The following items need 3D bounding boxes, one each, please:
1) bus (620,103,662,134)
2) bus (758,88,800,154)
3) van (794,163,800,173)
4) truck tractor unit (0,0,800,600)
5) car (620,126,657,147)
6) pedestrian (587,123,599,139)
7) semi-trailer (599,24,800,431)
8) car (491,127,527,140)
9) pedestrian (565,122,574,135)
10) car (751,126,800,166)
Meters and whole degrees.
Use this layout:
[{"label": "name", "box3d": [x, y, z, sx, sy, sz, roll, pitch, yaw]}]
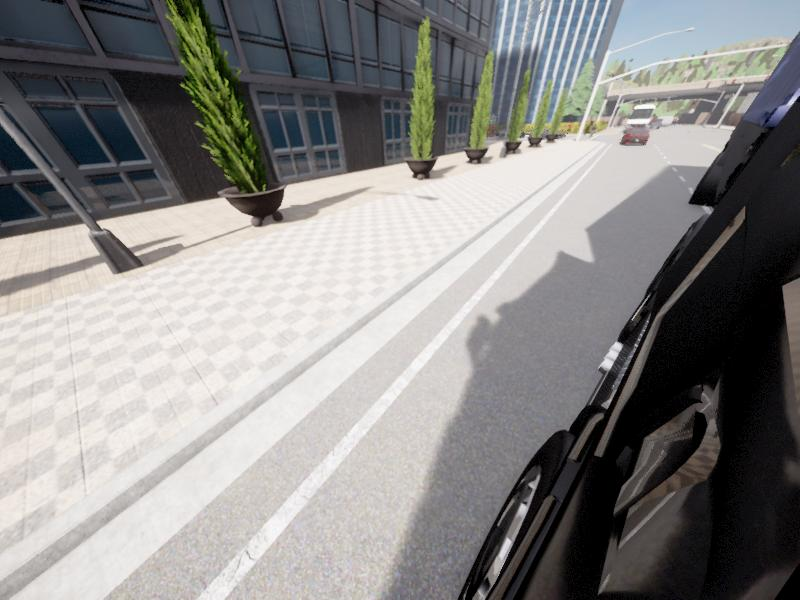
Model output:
[{"label": "bus", "box3d": [47.649, -35.961, 45.937, 3.944, 4.253, 10.273, 24, 44, 31]}, {"label": "bus", "box3d": [29.357, -11.994, 14.625, 3.944, 4.253, 10.273, 24, 44, 31]}, {"label": "van", "box3d": [17.147, -5.021, 7.415, 2.351, 2.431, 6.366, 24, 44, 31]}, {"label": "truck tractor unit", "box3d": [2.645, -0.295, 0.351, 6.516, 4.208, 3.053, -28, 44, -30]}, {"label": "car", "box3d": [24.136, -16.734, 23.569, 1.882, 1.535, 5.008, 22, 43, 29]}, {"label": "pedestrian", "box3d": [28.989, -25.381, 34.648, 0.751, 1.860, 0.751, 22, 43, 29]}, {"label": "semi-trailer", "box3d": [8.616, -3.640, 4.337, 14.254, 4.402, 2.717, -29, 44, -31]}, {"label": "car", "box3d": [19.376, -29.673, 41.170, 5.238, 1.638, 1.930, 24, 44, 31]}, {"label": "pedestrian", "box3d": [32.997, -33.345, 44.907, 0.751, 1.860, 0.751, 27, 46, 33]}, {"label": "car", "box3d": [21.896, -8.320, 12.375, 2.128, 1.511, 4.902, 24, 44, 31]}]
